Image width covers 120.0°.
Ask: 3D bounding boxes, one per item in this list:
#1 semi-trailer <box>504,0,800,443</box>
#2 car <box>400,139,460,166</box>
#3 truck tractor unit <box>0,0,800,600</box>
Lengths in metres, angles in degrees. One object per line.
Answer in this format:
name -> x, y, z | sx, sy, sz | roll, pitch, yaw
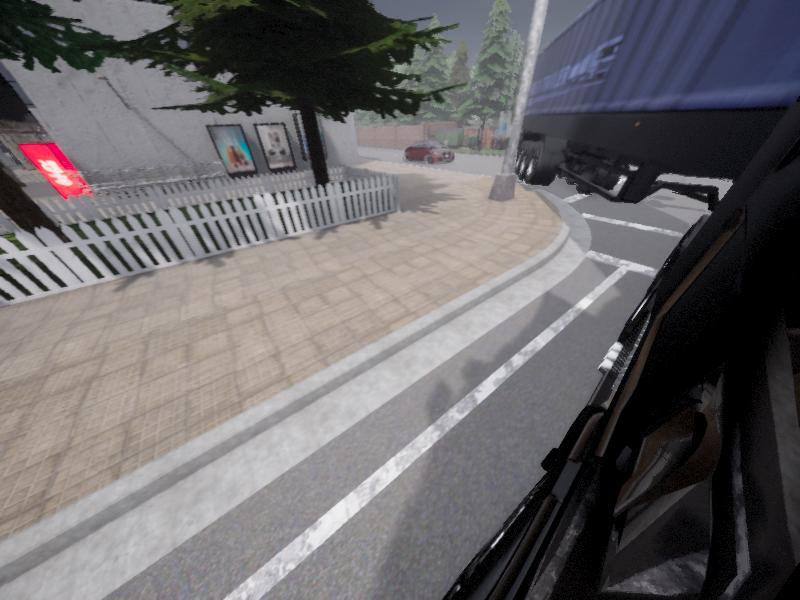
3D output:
semi-trailer -> 5.539, -4.795, 5.765 | 2.717, 4.402, 14.254 | 10, 40, 9
car -> 2.038, -10.894, 16.963 | 1.994, 1.385, 4.181 | -24, 42, -26
truck tractor unit -> 2.645, -0.295, 0.351 | 6.516, 4.208, 3.053 | -28, 44, -30
